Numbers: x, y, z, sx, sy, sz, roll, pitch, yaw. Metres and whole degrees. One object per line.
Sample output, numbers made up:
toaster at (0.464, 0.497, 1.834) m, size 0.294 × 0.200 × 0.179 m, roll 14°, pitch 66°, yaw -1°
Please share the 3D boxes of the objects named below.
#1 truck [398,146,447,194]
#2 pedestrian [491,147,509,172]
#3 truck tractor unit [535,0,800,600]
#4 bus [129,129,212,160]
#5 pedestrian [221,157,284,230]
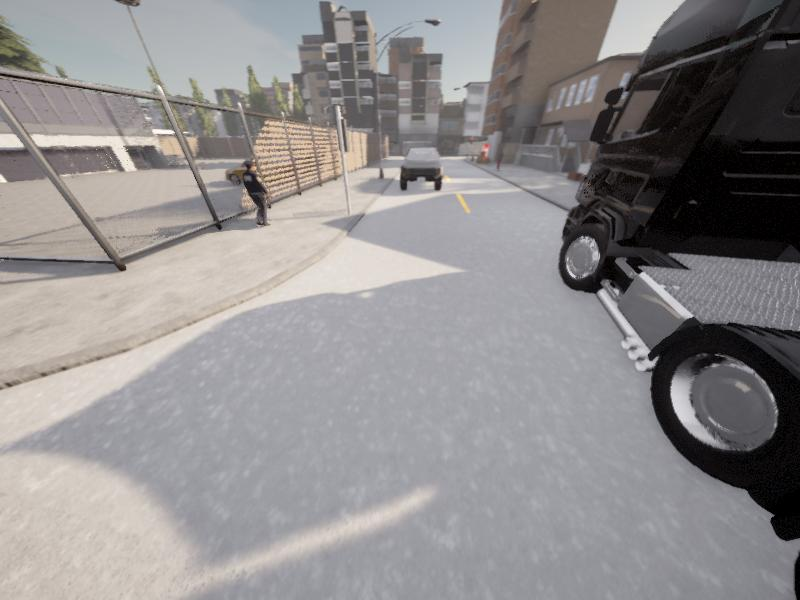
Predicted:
truck at (1.416, -8.408, 14.594) m, size 2.390 × 2.098 × 6.274 m, roll 3°, pitch 34°, yaw 5°
pedestrian at (8.875, -12.525, 20.592) m, size 0.751 × 1.860 × 0.751 m, roll -8°, pitch 35°, yaw -11°
truck tractor unit at (3.936, -0.809, 1.531) m, size 3.053 × 4.208 × 6.516 m, roll 8°, pitch 35°, yaw 12°
bus at (-41.166, -28.494, 42.381) m, size 3.944 × 4.253 × 10.273 m, roll 1°, pitch 34°, yaw 2°
pedestrian at (-4.277, -3.132, 6.856) m, size 0.751 × 1.860 × 0.751 m, roll 6°, pitch 35°, yaw 8°
